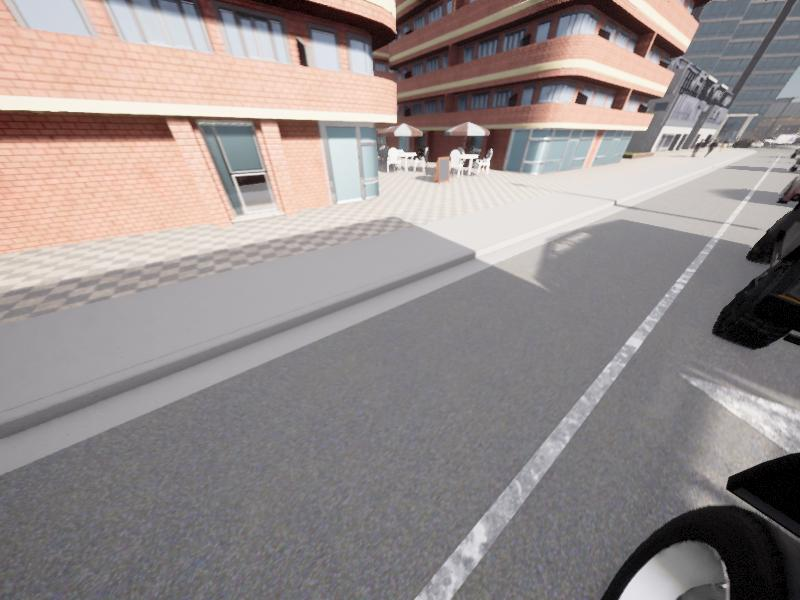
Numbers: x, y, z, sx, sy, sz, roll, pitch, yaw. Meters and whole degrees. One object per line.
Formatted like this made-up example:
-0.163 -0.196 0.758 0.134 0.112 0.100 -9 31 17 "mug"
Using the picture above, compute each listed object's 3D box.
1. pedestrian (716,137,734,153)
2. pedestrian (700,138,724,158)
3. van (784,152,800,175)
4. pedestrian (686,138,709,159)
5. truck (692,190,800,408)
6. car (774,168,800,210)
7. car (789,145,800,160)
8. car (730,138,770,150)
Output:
48.582 -23.193 34.556 0.751 1.860 0.751 -24 42 -29 "pedestrian"
35.589 -17.366 26.379 0.751 1.860 0.751 -21 40 -27 "pedestrian"
30.107 -10.199 16.452 4.480 2.038 2.069 -23 41 -28 "van"
32.577 -16.622 25.320 0.751 1.860 0.751 -25 43 -31 "pedestrian"
6.859 -0.588 2.936 6.274 2.098 2.390 -22 40 -28 "truck"
16.870 -4.440 8.939 4.181 1.385 1.994 -23 41 -28 "car"
47.736 -17.457 26.792 4.605 1.855 1.932 -23 41 -29 "car"
71.190 -31.950 47.165 1.932 1.855 4.605 11 37 15 "car"
